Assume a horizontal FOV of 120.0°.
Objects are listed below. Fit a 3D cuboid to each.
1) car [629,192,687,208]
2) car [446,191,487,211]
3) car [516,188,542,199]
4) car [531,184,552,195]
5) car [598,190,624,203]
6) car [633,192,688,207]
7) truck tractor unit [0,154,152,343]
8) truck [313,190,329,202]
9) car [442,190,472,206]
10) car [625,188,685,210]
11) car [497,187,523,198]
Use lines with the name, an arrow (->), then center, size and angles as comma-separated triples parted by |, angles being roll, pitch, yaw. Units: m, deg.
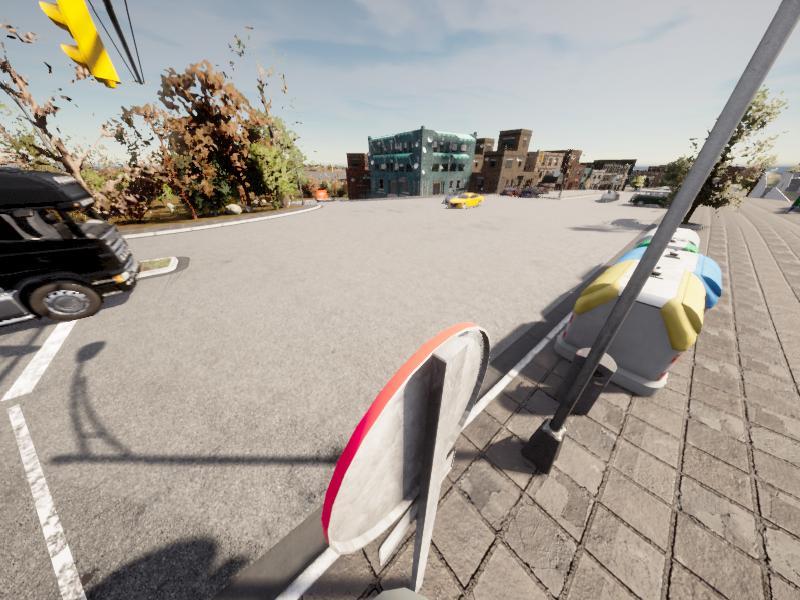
car -> 34.472, -13.468, 31.109 | 4.674, 1.452, 2.002 | 17, 32, 25
car -> 7.925, -11.790, 27.372 | 5.008, 1.535, 1.882 | -23, 36, -34
car -> 20.425, -16.880, 36.526 | 4.193, 1.474, 1.816 | -21, 36, -35
car -> 27.847, -21.770, 45.431 | 3.866, 1.878, 1.905 | -21, 36, -35
car -> 32.071, -15.770, 35.088 | 3.633, 1.501, 1.845 | -21, 36, -35
car -> 36.754, -14.328, 32.812 | 4.674, 1.452, 2.002 | 17, 33, 25
truck tractor unit -> -11.725, -1.135, 5.629 | 6.516, 4.208, 3.053 | -22, 37, -34
truck -> -18.973, -24.805, 55.327 | 2.627, 2.467, 5.204 | -14, 27, -21
car -> 7.535, -13.559, 30.501 | 3.633, 1.501, 1.845 | -23, 36, -34
car -> 32.099, -12.864, 29.311 | 4.442, 1.987, 1.878 | 17, 33, 25
car -> 18.413, -17.955, 38.476 | 4.181, 1.385, 1.994 | -21, 36, -35
